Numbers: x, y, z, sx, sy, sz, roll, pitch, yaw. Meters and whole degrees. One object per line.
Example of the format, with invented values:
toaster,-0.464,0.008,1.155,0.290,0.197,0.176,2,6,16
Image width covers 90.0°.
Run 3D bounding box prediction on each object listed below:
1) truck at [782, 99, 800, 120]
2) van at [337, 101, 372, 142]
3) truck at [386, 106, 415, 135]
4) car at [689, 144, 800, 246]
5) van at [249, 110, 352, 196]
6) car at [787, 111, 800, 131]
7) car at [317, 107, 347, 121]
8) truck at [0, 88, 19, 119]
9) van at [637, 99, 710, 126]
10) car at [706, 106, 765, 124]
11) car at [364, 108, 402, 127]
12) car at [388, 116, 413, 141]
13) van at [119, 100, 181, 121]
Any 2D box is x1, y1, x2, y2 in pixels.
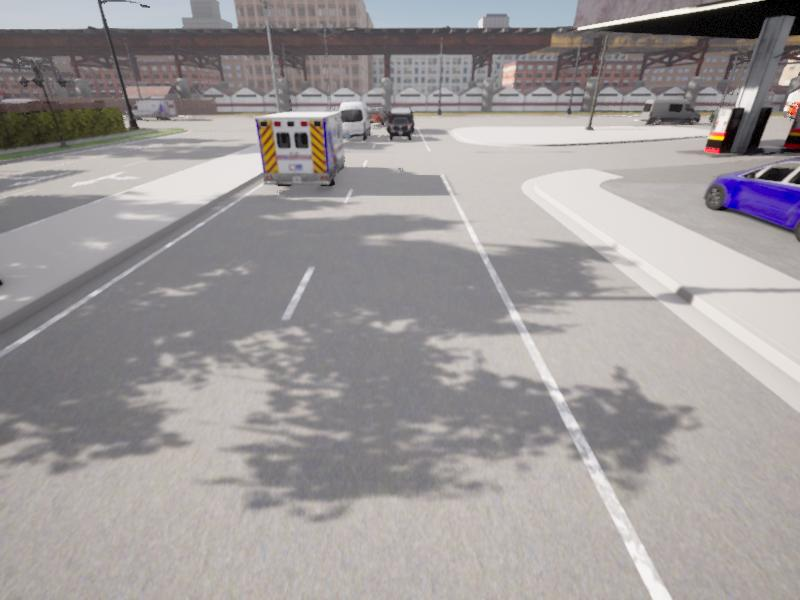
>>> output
truck,53.520,-24.605,51.636,5.204,2.467,2.627,13,30,25
van,-3.459,-14.173,31.506,1.988,2.561,5.915,0,27,0
truck,0.082,-16.537,36.578,2.390,2.098,6.274,0,27,1
car,9.726,-2.569,9.513,2.242,1.667,4.611,0,27,0
van,-3.477,-6.030,15.752,2.351,2.431,6.366,0,27,0
car,38.395,-16.704,37.218,5.238,1.638,1.930,-19,32,-32
car,-9.093,-24.964,53.646,3.705,1.549,1.789,0,27,0
truck,-59.999,-27.786,56.404,8.468,3.827,2.891,1,27,0
van,29.845,-20.593,43.857,5.915,2.561,1.988,0,27,1
car,38.800,-21.501,46.397,4.553,1.767,2.097,4,27,8
car,-1.853,-20.603,45.034,2.152,1.651,5.027,12,29,22
car,0.037,-13.167,30.631,1.845,1.501,3.633,0,27,0
van,-33.355,-25.362,53.570,6.366,2.431,2.351,0,27,0
